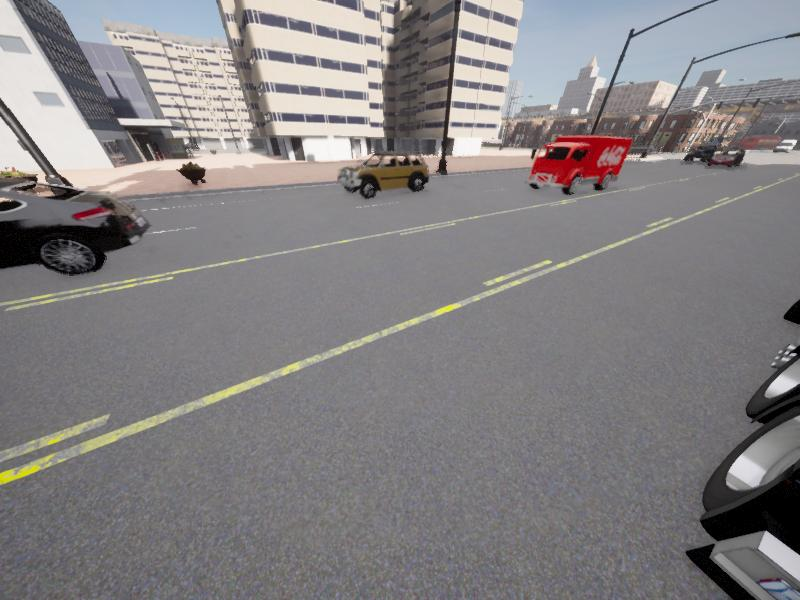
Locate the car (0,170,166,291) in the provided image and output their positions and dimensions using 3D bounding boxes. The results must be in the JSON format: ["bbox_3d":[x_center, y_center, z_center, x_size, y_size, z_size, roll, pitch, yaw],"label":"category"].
[{"bbox_3d":[-8.244,-1.235,4.290,5.027,1.651,2.152,-19,39,-26],"label":"car"}]

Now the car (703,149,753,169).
[{"bbox_3d":[34.657,-14.994,24.417,3.988,1.617,1.851,-17,38,-23],"label":"car"}]

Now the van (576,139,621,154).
[{"bbox_3d":[41.951,-32.600,49.052,2.351,2.431,6.366,-18,39,-25],"label":"van"}]

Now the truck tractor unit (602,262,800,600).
[{"bbox_3d":[5.108,-0.303,0.785,6.516,4.208,3.053,-18,39,-24],"label":"truck tractor unit"}]

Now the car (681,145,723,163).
[{"bbox_3d":[39.040,-18.937,29.869,3.866,1.878,1.905,-18,39,-24],"label":"car"}]

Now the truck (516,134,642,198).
[{"bbox_3d":[9.340,-7.195,12.265,5.204,2.467,2.627,-17,39,-25],"label":"truck"}]

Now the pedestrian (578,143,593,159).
[{"bbox_3d":[25.377,-20.384,31.601,0.751,1.860,0.751,-8,36,-12],"label":"pedestrian"}]

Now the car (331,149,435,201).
[{"bbox_3d":[-0.699,-6.341,11.468,4.605,1.855,1.932,-22,40,-29],"label":"car"}]
